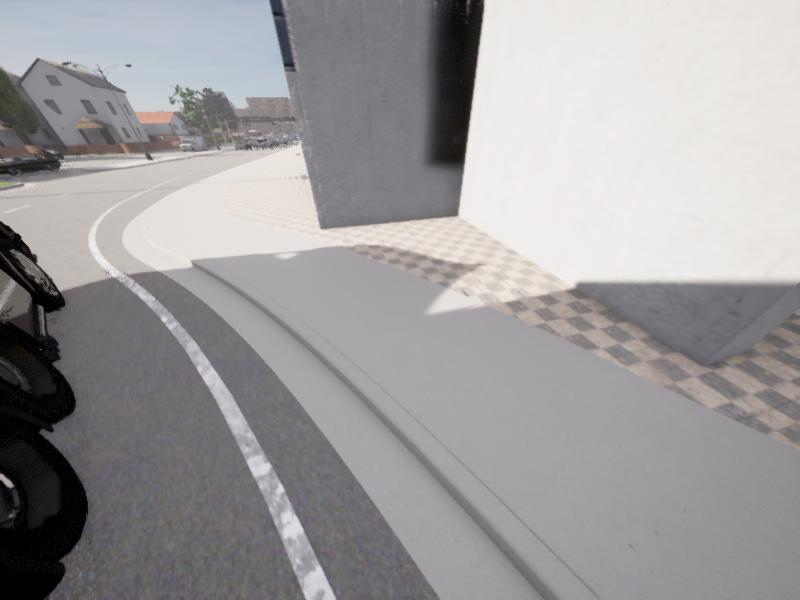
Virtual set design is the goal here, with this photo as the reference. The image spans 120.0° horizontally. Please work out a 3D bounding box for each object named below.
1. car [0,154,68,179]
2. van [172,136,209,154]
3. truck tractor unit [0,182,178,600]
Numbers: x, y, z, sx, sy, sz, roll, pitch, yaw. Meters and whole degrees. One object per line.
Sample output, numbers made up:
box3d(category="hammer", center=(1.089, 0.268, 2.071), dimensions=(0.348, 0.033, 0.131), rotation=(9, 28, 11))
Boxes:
box3d(category="car", center=(-30.839, -10.862, 18.706), dimensions=(1.895, 1.301, 4.718), rotation=(-8, 36, -9))
box3d(category="van", center=(-38.756, -29.004, 43.096), dimensions=(2.351, 2.431, 6.366), rotation=(-10, 37, -11))
box3d(category="truck tractor unit", center=(-4.978, -0.414, 0.952), dimensions=(6.516, 4.208, 3.053), rotation=(24, 43, 30))
